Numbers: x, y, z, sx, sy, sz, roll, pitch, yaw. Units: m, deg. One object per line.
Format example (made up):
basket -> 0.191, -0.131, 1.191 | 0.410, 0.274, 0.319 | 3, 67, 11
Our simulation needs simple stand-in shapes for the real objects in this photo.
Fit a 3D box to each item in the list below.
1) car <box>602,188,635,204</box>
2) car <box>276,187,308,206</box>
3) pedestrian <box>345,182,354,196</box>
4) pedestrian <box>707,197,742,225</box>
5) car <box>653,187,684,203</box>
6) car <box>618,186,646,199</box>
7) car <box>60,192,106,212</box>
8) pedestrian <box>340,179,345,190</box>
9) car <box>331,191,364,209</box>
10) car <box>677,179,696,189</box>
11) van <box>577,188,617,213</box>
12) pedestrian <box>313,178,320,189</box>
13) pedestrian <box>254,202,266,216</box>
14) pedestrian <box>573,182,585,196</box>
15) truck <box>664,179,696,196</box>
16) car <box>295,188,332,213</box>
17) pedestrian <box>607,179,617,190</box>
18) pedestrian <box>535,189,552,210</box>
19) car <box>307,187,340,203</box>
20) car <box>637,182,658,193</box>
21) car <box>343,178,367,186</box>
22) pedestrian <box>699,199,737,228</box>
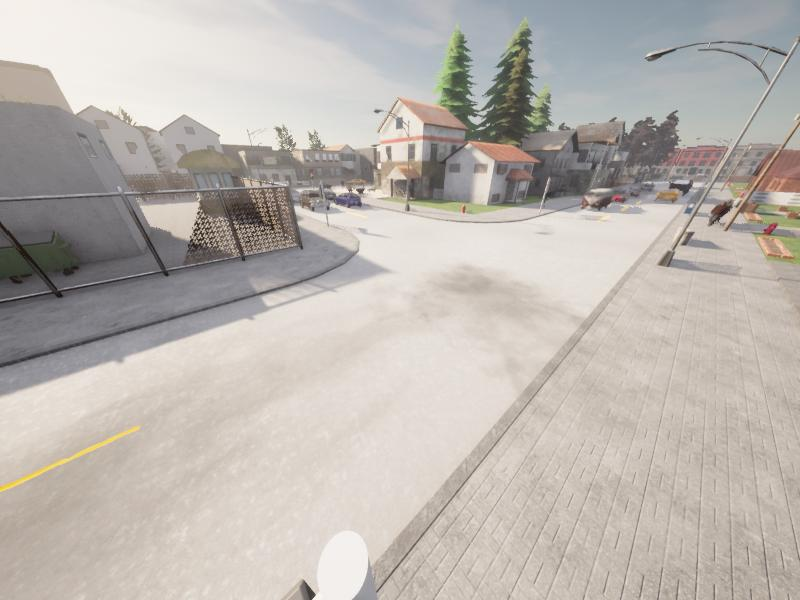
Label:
car -> 28.255, -13.489, 29.844 | 4.514, 1.525, 2.007 | -23, 37, -34
car -> -13.614, -13.088, 29.046 | 2.033, 1.649, 4.856 | -22, 37, -33
pedestrian -> -7.583, -16.674, 34.752 | 0.751, 1.860, 0.751 | -24, 38, -36
pedestrian -> 24.693, -6.761, 17.600 | 0.751, 1.860, 0.751 | -19, 35, -29
car -> 35.807, -14.034, 30.776 | 5.008, 1.535, 1.882 | -22, 37, -34
car -> 34.897, -16.189, 34.676 | 4.181, 1.385, 1.994 | -23, 37, -34
car -> -33.330, -10.450, 24.440 | 1.816, 1.474, 4.193 | -23, 37, -34
pedestrian -> -10.586, -21.296, 42.521 | 0.751, 1.860, 0.751 | -5, 30, -8
car -> -6.095, -11.608, 26.637 | 1.816, 1.474, 4.193 | -23, 37, -34
car -> 60.421, -24.417, 48.690 | 3.988, 1.617, 1.851 | -22, 37, -33
van -> 20.789, -10.568, 24.325 | 4.442, 1.987, 1.775 | -23, 37, -34
pedestrian -> -16.327, -22.753, 45.281 | 0.751, 1.860, 0.751 | -20, 36, -31
pedestrian -> -12.589, -8.159, 20.763 | 0.500, 1.100, 0.500 | -23, 37, -34
pedestrian -> 26.993, -16.729, 34.864 | 0.751, 1.860, 0.751 | -24, 37, -35
truck -> 46.603, -18.801, 38.472 | 6.274, 2.098, 2.390 | -23, 37, -34
car -> -9.197, -10.625, 24.531 | 1.932, 1.855, 4.605 | -21, 36, -32
pedestrian -> 40.319, -21.946, 43.901 | 0.751, 1.860, 0.751 | 25, 38, 36
pedestrian -> 14.939, -10.499, 24.076 | 0.751, 1.860, 0.751 | -18, 35, -28
car -> -10.279, -14.123, 30.987 | 2.163, 1.488, 4.792 | -23, 37, -34
car -> 45.097, -20.536, 42.047 | 3.633, 1.501, 1.845 | -23, 37, -34
car -> -11.035, -29.263, 57.110 | 5.366, 1.575, 1.801 | -24, 37, -35
pedestrian -> 22.921, -6.233, 16.685 | 0.751, 1.860, 0.751 | -11, 32, -19
